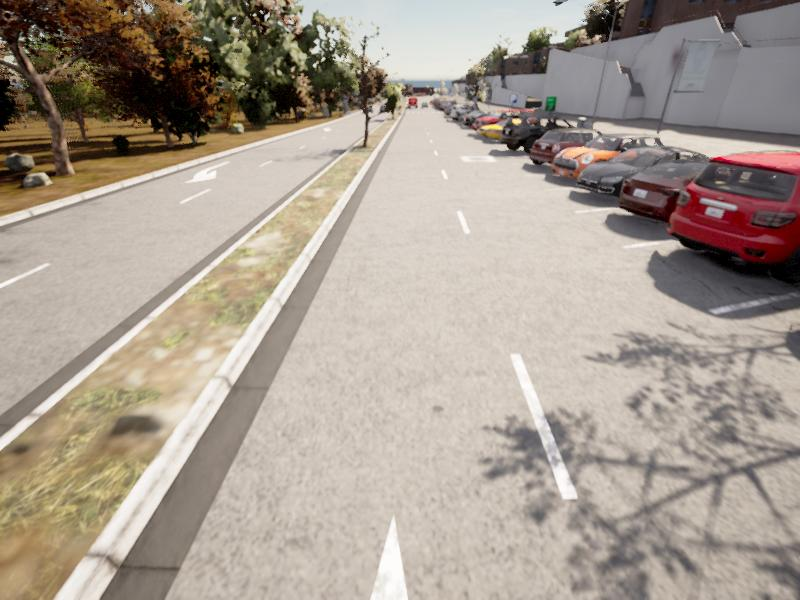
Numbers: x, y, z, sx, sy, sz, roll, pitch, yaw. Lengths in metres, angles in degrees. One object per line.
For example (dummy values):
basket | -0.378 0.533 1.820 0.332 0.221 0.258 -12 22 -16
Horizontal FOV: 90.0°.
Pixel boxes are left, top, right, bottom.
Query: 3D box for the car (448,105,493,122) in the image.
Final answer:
car | 9.852 -26.246 56.208 5.566 2.045 2.435 -8 28 -17

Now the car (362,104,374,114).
car | -6.269 -37.623 78.727 1.789 1.549 3.705 1 28 2

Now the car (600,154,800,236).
car | 8.311 -2.973 10.832 4.792 1.488 2.163 -8 28 -17

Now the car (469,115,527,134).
car | 9.163 -16.521 37.561 4.792 1.488 2.163 -8 28 -17

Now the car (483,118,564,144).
car | 9.094 -12.535 29.577 5.366 1.575 1.946 -8 28 -17

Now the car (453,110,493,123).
car | 9.759 -24.635 53.664 4.792 1.488 2.163 -8 28 -17

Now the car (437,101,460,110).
car | 10.970 -44.104 90.853 4.553 1.767 2.185 -8 29 -16

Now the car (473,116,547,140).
car | 8.833 -13.834 32.142 5.366 1.575 1.946 -8 28 -17

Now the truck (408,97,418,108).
truck | 3.328 -50.614 102.602 2.627 2.467 5.204 1 28 2

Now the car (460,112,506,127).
car | 9.464 -20.555 45.620 4.674 1.452 2.002 -8 28 -17

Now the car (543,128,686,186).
car | 8.500 -5.836 16.097 4.553 1.767 2.185 -8 29 -17

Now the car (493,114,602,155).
car | 8.765 -10.031 24.070 5.566 2.045 2.435 -8 28 -17

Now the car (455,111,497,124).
car | 9.645 -23.255 50.975 4.674 1.452 2.002 -8 29 -17

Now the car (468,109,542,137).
car | 9.078 -15.423 34.753 5.566 2.045 2.435 -8 28 -17

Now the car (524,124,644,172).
car | 8.527 -7.193 18.757 4.553 1.767 2.185 -8 28 -17

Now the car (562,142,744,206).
car | 8.383 -4.356 13.475 4.892 1.521 2.231 -8 29 -17

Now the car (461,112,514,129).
car | 9.364 -19.244 42.923 5.008 1.535 2.097 -8 28 -17

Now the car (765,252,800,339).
car | 8.276 -0.288 5.516 5.366 1.575 1.946 -8 28 -16

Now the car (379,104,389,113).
car | -3.204 -38.641 80.705 1.851 1.617 3.988 1 28 2

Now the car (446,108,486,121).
car | 9.740 -27.362 58.930 5.366 1.575 1.946 -8 29 -17

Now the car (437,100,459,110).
car | 11.201 -45.593 93.493 4.442 1.987 1.878 -8 29 -16

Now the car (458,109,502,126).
car | 9.584 -22.057 48.232 4.553 1.767 2.185 -8 28 -17

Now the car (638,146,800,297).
car | 8.222 -1.856 8.031 5.566 2.045 2.435 -8 28 -16
